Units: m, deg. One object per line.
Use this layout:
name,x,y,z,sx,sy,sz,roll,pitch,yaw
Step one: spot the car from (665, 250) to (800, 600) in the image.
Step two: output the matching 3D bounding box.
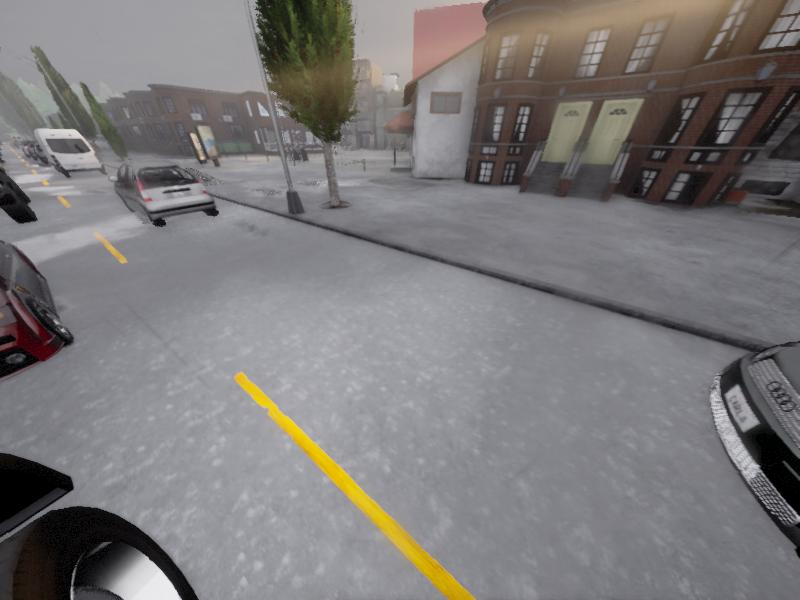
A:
car,4.090,1.282,0.778,3.705,1.549,1.789,22,41,28

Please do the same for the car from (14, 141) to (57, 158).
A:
car,-45.705,-18.971,29.001,4.611,1.667,2.242,24,41,29

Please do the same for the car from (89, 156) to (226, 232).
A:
car,-8.096,-3.737,7.753,3.988,1.617,1.851,22,41,28

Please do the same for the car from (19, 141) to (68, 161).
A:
car,-39.807,-16.676,25.792,4.611,1.667,2.242,23,41,29

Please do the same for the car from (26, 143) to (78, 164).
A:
car,-34.417,-14.535,22.831,4.856,1.649,2.033,22,40,29

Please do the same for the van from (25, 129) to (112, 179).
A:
van,-22.916,-10.181,15.965,5.915,2.561,1.988,23,41,28

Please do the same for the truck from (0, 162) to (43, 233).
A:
truck,-14.024,-3.589,7.068,6.274,2.098,2.390,22,41,29

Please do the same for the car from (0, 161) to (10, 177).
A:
car,-28.941,-9.458,15.718,5.366,1.575,1.801,22,41,28

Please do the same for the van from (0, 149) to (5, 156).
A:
van,-53.945,-20.120,29.768,5.915,2.561,1.988,22,41,28

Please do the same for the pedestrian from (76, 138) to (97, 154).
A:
pedestrian,-42.639,-20.932,31.422,0.751,1.860,0.751,12,37,16

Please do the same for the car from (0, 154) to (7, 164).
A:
car,-38.967,-13.688,21.385,4.605,1.855,1.932,22,40,29

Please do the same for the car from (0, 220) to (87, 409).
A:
car,-5.974,0.028,2.650,4.181,1.385,1.994,22,40,28

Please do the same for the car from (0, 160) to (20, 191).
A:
car,-21.726,-6.504,11.649,4.902,1.511,2.128,23,41,28
